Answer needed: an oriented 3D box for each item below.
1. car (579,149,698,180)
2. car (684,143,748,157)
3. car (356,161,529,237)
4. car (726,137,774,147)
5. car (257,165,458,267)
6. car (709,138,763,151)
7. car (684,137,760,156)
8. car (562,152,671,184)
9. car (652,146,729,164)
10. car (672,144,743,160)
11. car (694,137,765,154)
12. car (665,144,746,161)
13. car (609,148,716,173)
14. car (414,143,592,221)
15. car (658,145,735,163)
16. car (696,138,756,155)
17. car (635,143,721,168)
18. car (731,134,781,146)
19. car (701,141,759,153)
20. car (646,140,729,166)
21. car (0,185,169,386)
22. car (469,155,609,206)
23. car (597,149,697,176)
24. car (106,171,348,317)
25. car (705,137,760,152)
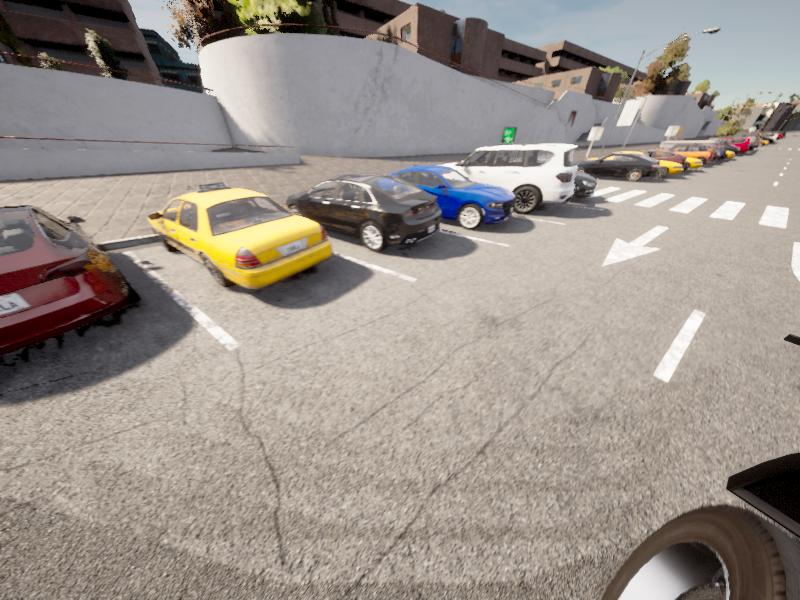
[{"bbox_3d":[15.981,-9.493,16.019,5.366,1.575,1.946,21,40,29],"label":"car"},{"bbox_3d":[42.723,-20.432,31.467,4.674,1.452,2.002,21,41,29],"label":"car"},{"bbox_3d":[1.170,-3.628,7.734,5.008,1.535,2.097,21,40,29],"label":"car"},{"bbox_3d":[76.886,-34.796,50.870,5.366,1.575,1.946,21,41,29],"label":"car"},{"bbox_3d":[-1.268,-2.626,6.333,4.892,1.521,2.231,21,40,29],"label":"car"},{"bbox_3d":[57.405,-26.653,39.625,4.553,1.767,2.185,21,41,29],"label":"car"},{"bbox_3d":[45.134,-21.692,32.696,5.566,2.045,2.435,21,41,29],"label":"car"},{"bbox_3d":[13.387,-8.530,14.728,4.674,1.452,2.002,21,40,29],"label":"car"},{"bbox_3d":[30.496,-15.417,24.527,4.674,1.452,2.002,21,40,29],"label":"car"},{"bbox_3d":[37.856,-18.417,28.684,4.792,1.488,2.163,21,40,29],"label":"car"},{"bbox_3d":[50.075,-23.711,35.429,5.566,2.045,2.435,21,40,29],"label":"car"},{"bbox_3d":[35.541,-17.394,27.206,5.366,1.575,1.946,21,40,29],"label":"car"},{"bbox_3d":[20.869,-11.453,18.824,5.366,1.575,1.946,21,40,29],"label":"car"},{"bbox_3d":[3.584,-4.831,8.990,5.566,2.045,2.435,21,40,29],"label":"car"},{"bbox_3d":[32.913,-16.429,25.931,4.792,1.488,2.163,21,40,29],"label":"car"},{"bbox_3d":[47.704,-22.646,34.024,4.442,1.987,1.878,21,40,29],"label":"car"},{"bbox_3d":[25.627,-13.567,21.627,4.553,1.767,2.185,21,40,28],"label":"car"},{"bbox_3d":[81.984,-36.995,53.398,5.566,2.045,2.435,21,40,29],"label":"car"},{"bbox_3d":[52.501,-24.524,36.956,4.892,1.521,2.231,21,41,29],"label":"car"},{"bbox_3d":[28.151,-14.613,22.936,4.442,1.987,1.878,21,40,29],"label":"car"},{"bbox_3d":[-6.183,-0.621,3.584,4.792,1.488,2.163,21,41,29],"label":"car"},{"bbox_3d":[6.055,-5.611,10.526,4.892,1.521,2.231,21,40,29],"label":"car"},{"bbox_3d":[18.246,-10.512,17.539,4.792,1.488,2.163,21,40,28],"label":"car"},{"bbox_3d":[-3.868,-1.695,5.032,5.366,1.575,1.946,21,41,29],"label":"car"},{"bbox_3d":[54.838,-25.764,38.261,4.442,1.987,1.878,21,41,29],"label":"car"}]
